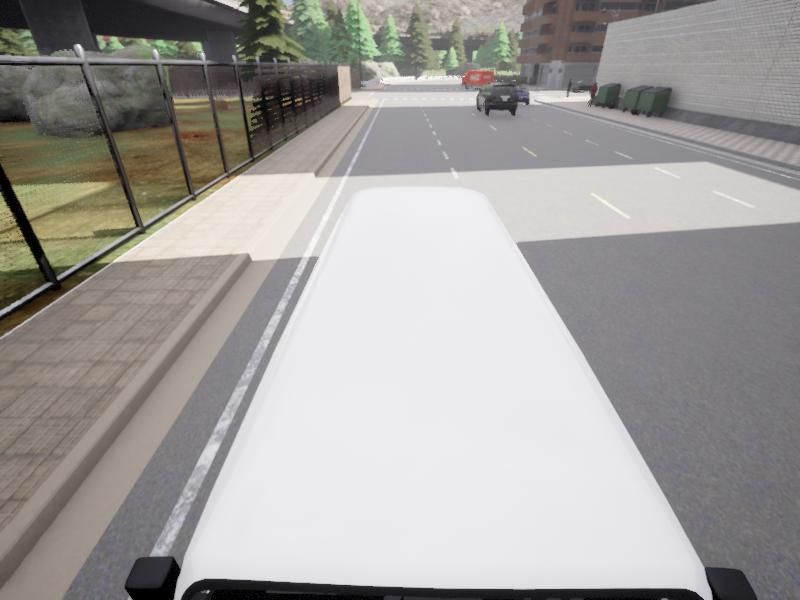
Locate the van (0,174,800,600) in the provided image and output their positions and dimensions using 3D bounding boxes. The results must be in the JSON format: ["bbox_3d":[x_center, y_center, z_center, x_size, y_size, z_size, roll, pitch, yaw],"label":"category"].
[{"bbox_3d":[0.150,0.626,2.930,2.069,2.038,4.480,0,30,1],"label":"van"}]

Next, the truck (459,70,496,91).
[{"bbox_3d":[11.228,-32.228,58.678,2.627,2.467,5.204,-14,33,-22],"label":"truck"}]

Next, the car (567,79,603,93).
[{"bbox_3d":[24.310,-28.188,52.753,3.705,1.549,1.789,0,30,0],"label":"car"}]

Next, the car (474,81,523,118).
[{"bbox_3d":[7.052,-14.765,29.233,2.150,2.045,5.566,0,30,0],"label":"car"}]

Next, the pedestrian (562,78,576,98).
[{"bbox_3d":[17.853,-22.415,42.248,0.751,1.860,0.751,-4,30,-6],"label":"pedestrian"}]

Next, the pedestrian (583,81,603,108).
[{"bbox_3d":[14.989,-15.972,31.120,0.751,1.860,0.751,0,30,0],"label":"pedestrian"}]

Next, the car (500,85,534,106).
[{"bbox_3d":[10.558,-18.664,36.462,1.816,1.474,4.193,0,30,0],"label":"car"}]
